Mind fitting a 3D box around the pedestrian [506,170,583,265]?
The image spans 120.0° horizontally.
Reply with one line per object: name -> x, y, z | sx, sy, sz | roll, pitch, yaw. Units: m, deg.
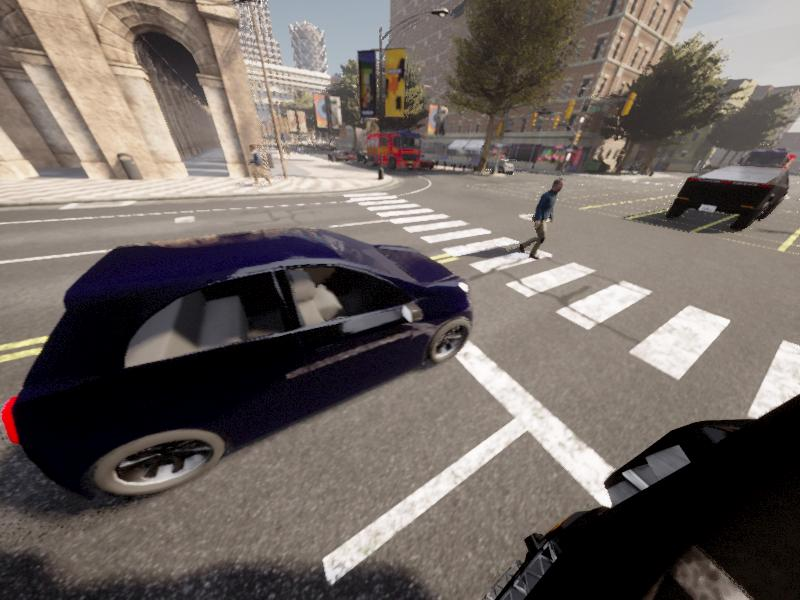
pedestrian -> 3.248, -1.889, 5.330 | 0.751, 1.860, 0.751 | -25, 43, -35

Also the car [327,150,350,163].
car -> -9.084, -21.110, 33.929 | 1.895, 1.301, 4.718 | -16, 38, -26

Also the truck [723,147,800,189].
truck -> 43.268, -15.731, 27.522 | 8.468, 3.827, 2.891 | -16, 38, -26

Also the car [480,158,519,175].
car -> 12.002, -16.372, 28.234 | 1.970, 1.475, 3.806 | -14, 37, -24

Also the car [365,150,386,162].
car -> -4.014, -23.618, 37.944 | 1.970, 1.475, 3.806 | -15, 38, -25

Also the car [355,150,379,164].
car -> -4.780, -20.487, 33.163 | 1.970, 1.475, 3.806 | -16, 38, -26

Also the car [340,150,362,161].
car -> -8.071, -23.726, 37.895 | 1.994, 1.385, 4.181 | -16, 38, -27

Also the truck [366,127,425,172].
truck -> -0.929, -17.650, 27.051 | 2.891, 3.827, 8.468 | -16, 38, -26

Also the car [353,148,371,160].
car -> -6.985, -26.649, 42.171 | 1.851, 1.617, 3.988 | -16, 38, -26

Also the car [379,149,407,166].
car -> -1.069, -20.803, 33.635 | 2.097, 1.767, 4.553 | -16, 38, -26

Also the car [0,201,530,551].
car -> -0.825, 0.029, 2.470 | 3.633, 1.501, 1.845 | -16, 38, -26

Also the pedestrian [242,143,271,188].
pedestrian -> -6.993, -6.564, 11.328 | 0.751, 1.860, 0.751 | -13, 37, -23

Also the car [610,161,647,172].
car -> 47.060, -27.557, 47.724 | 2.038, 1.542, 4.974 | -15, 38, -25

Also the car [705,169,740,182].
car -> 46.129, -17.803, 33.020 | 4.674, 1.442, 1.812 | -16, 38, -26

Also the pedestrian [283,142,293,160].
pedestrian -> -14.470, -19.171, 29.773 | 0.751, 1.860, 0.751 | -15, 38, -25

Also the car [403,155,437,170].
car -> 2.353, -17.156, 28.845 | 1.895, 1.301, 4.718 | -16, 38, -26

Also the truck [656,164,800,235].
truck -> 14.663, -4.623, 10.151 | 6.274, 2.098, 2.390 | -16, 38, -26

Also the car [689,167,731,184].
car -> 40.307, -16.224, 30.017 | 5.238, 1.638, 1.930 | -16, 38, -27
